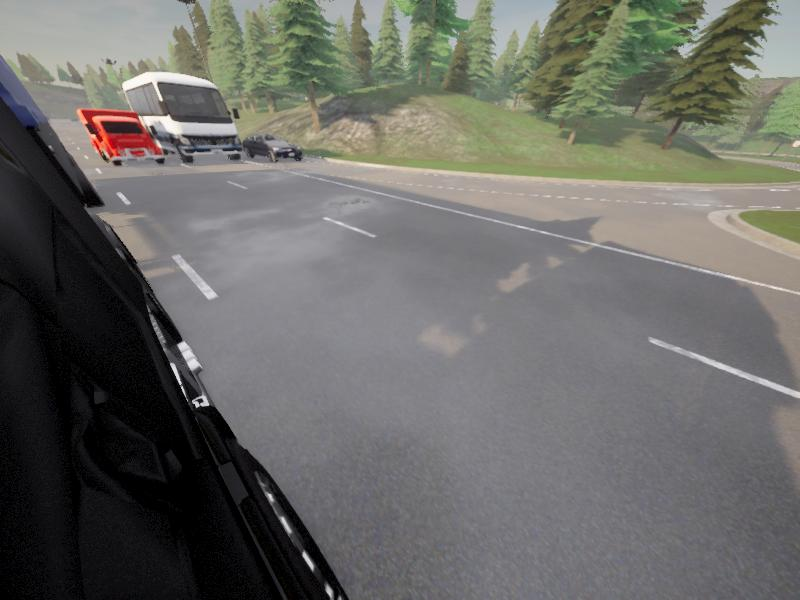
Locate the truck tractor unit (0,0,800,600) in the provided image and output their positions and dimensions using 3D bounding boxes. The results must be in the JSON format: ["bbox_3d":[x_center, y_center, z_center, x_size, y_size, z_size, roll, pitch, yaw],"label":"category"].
[{"bbox_3d":[-2.645,-0.295,0.351,6.516,4.208,3.053,28,44,30],"label":"truck tractor unit"}]

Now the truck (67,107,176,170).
[{"bbox_3d":[-15.731,-9.192,13.092,5.204,2.467,2.627,28,43,30],"label":"truck"}]

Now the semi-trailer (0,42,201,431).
[{"bbox_3d":[-8.708,-3.567,4.262,14.254,4.402,2.717,28,43,30],"label":"semi-trailer"}]

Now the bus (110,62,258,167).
[{"bbox_3d":[-14.728,-12.210,15.721,10.273,4.253,3.944,28,44,30],"label":"bus"}]

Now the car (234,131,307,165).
[{"bbox_3d":[-9.373,-11.094,16.722,5.027,1.651,2.152,26,42,28],"label":"car"}]
